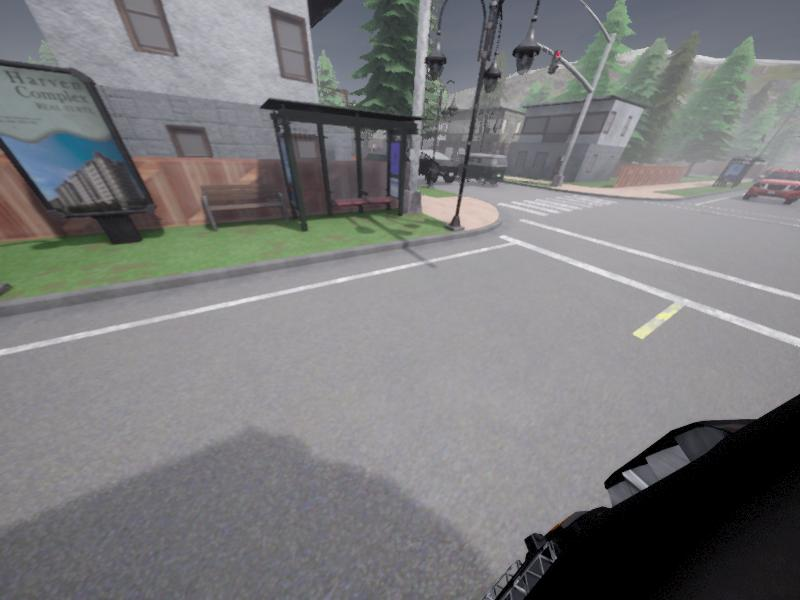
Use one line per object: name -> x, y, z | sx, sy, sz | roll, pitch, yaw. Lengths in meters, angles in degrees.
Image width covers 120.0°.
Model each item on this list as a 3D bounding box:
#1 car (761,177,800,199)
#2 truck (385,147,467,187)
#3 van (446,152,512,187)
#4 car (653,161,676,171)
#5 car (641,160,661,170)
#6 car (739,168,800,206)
car -> 34.852, -10.041, 20.602 | 4.181, 1.385, 1.994 | -16, 38, -26
truck -> 1.649, -10.414, 17.818 | 2.390, 2.098, 6.274 | -22, 41, -33
van -> 5.948, -10.287, 18.072 | 1.775, 1.987, 4.442 | -19, 40, -30
car -> 63.917, -32.395, 55.813 | 4.605, 1.855, 1.932 | -17, 38, -27
car -> 62.277, -33.530, 57.393 | 3.866, 1.878, 1.905 | -17, 38, -27
car -> 27.955, -8.359, 16.908 | 5.566, 2.045, 2.150 | -16, 38, -26
